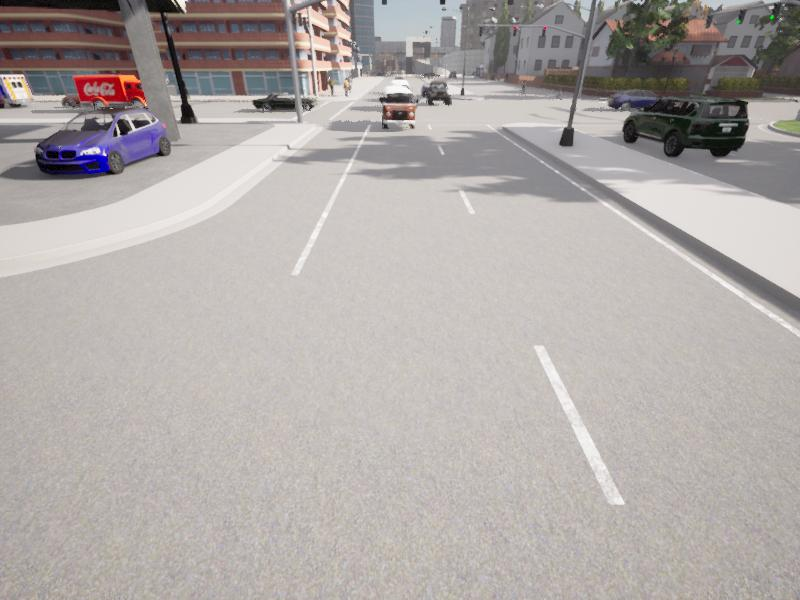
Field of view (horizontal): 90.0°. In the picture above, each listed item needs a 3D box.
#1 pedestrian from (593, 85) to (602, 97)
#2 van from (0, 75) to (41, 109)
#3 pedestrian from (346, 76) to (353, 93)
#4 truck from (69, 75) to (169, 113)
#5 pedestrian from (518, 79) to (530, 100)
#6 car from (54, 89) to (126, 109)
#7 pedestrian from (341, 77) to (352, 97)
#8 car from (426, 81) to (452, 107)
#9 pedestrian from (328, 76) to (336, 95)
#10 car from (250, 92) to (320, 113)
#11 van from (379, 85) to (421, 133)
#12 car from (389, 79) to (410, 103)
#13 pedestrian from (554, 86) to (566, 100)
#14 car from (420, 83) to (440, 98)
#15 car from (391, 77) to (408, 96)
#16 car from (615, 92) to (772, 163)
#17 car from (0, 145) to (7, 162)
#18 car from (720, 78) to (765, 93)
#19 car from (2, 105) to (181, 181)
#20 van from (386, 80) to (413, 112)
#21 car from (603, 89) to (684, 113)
[{"bbox_3d":[21.264,-22.436,43.024,0.500,1.100,0.500,-22,37,-33],"label":"pedestrian"},{"bbox_3d":[-34.632,-17.366,33.357,6.366,2.431,2.351,-1,30,-1],"label":"van"},{"bbox_3d":[-6.251,-26.653,49.476,0.751,1.860,0.751,-4,30,-6],"label":"pedestrian"},{"bbox_3d":[-21.222,-15.742,30.521,5.204,2.467,2.627,0,30,-1],"label":"truck"},{"bbox_3d":[12.704,-21.564,41.062,0.751,1.860,0.751,2,30,3],"label":"pedestrian"},{"bbox_3d":[-26.081,-16.985,33.754,4.181,1.385,1.994,0,30,-1],"label":"car"},{"bbox_3d":[-5.845,-23.160,43.493,0.751,1.860,0.751,26,39,37],"label":"pedestrian"},{"bbox_3d":[3.435,-18.424,35.703,1.905,1.878,3.866,0,30,0],"label":"car"},{"bbox_3d":[-7.883,-24.808,46.290,0.751,1.860,0.751,-3,30,-5],"label":"pedestrian"},{"bbox_3d":[-8.820,-15.341,31.011,4.718,1.301,1.895,0,30,-1],"label":"car"},{"bbox_3d":[-0.117,-10.888,22.647,2.069,2.038,4.480,-1,30,-3],"label":"van"},{"bbox_3d":[-0.071,-20.987,40.103,1.932,1.855,4.605,0,30,0],"label":"car"},{"bbox_3d":[16.379,-21.201,40.996,0.751,1.300,0.751,0,30,0],"label":"pedestrian"},{"bbox_3d":[3.420,-24.191,46.169,1.895,1.301,4.718,0,30,0],"label":"car"},{"bbox_3d":[-0.107,-26.832,50.108,1.932,1.855,4.605,-1,31,-2],"label":"car"},{"bbox_3d":[11.468,-7.245,16.400,2.150,2.045,5.566,0,30,0],"label":"car"},{"bbox_3d":[-15.484,-4.846,12.749,1.970,1.475,3.806,0,30,0],"label":"car"},{"bbox_3d":[41.340,-25.993,48.399,1.970,1.475,3.806,0,30,0],"label":"car"},{"bbox_3d":[-9.740,-5.373,13.333,2.242,1.667,4.611,0,30,0],"label":"car"},{"bbox_3d":[-0.059,-16.618,32.467,2.069,2.038,4.480,0,30,0],"label":"van"},{"bbox_3d":[18.896,-15.610,31.289,4.792,1.488,2.163,3,30,5],"label":"car"}]
